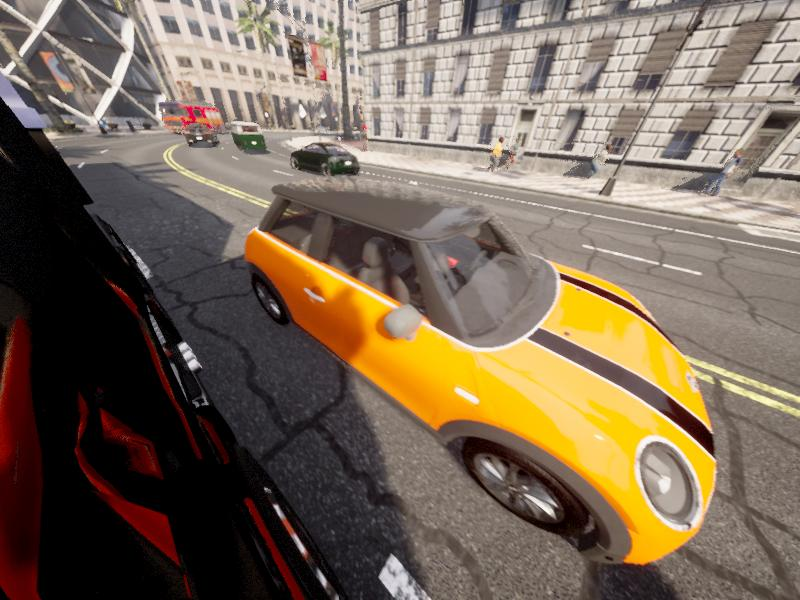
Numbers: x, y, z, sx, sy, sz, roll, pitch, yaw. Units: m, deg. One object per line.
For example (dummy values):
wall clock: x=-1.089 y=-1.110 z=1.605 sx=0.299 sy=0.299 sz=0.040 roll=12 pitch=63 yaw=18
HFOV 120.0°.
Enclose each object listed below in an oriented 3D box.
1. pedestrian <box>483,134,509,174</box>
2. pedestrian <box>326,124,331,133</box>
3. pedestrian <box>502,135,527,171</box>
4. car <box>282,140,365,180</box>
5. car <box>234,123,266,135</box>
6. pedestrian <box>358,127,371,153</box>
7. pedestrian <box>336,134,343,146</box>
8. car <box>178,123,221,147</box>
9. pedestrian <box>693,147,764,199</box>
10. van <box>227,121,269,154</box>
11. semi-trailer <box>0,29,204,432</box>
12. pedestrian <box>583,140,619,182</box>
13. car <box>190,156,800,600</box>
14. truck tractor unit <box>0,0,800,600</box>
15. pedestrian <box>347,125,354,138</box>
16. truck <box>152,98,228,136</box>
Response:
pedestrian: x=5.553 y=-8.433 z=13.391 sx=0.751 sy=1.860 sz=0.751 roll=24 pitch=42 yaw=25
pedestrian: x=-18.793 y=-45.197 z=60.960 sx=0.751 sy=1.860 sz=0.751 roll=22 pitch=41 yaw=23
pedestrian: x=7.346 y=-9.466 z=14.882 sx=0.751 sy=1.860 sz=0.751 roll=26 pitch=42 yaw=27
car: x=-4.088 y=-7.601 z=12.359 sx=4.181 sy=1.385 sz=1.994 roll=28 pitch=43 yaw=29
car: x=-26.261 y=-30.031 z=40.616 sx=2.007 sy=1.525 sz=4.514 roll=8 pitch=37 yaw=7
pedestrian: x=-3.153 y=-14.217 z=20.517 sx=0.751 sy=1.860 sz=0.751 roll=25 pitch=42 yaw=26
pedestrian: x=-6.612 y=-17.540 z=25.344 sx=0.500 sy=1.100 sz=0.500 roll=-14 pitch=40 yaw=-21
car: x=-19.082 y=-15.915 z=22.227 sx=2.152 sy=1.651 sz=5.027 roll=-16 pitch=41 yaw=-23
pedestrian: x=14.187 y=-5.510 z=10.067 sx=0.751 sy=1.860 sz=0.751 roll=20 pitch=40 yaw=22
van: x=-12.672 y=-13.555 z=19.206 sx=1.775 sy=1.987 sz=4.442 roll=-23 pitch=44 yaw=-30
semi-trailer: x=-8.821 y=-3.526 z=4.091 sx=14.254 sy=4.402 sz=2.717 roll=27 pitch=43 yaw=28
pedestrian: x=10.893 y=-7.556 z=12.574 sx=0.751 sy=1.860 sz=0.751 roll=27 pitch=43 yaw=28
car: x=0.272 y=-0.232 z=2.487 sx=4.553 sy=1.767 sz=2.097 roll=26 pitch=43 yaw=28
truck tractor unit: x=-2.645 y=-0.295 z=0.351 sx=6.516 sy=4.208 sz=3.053 roll=28 pitch=44 yaw=30
pedestrian: x=-8.797 y=-29.902 z=41.013 sx=0.751 sy=1.860 sz=0.751 roll=6 pitch=37 yaw=4
truck: x=-30.196 y=-26.679 z=33.986 sx=2.891 sy=3.827 sz=8.468 roll=2 pitch=37 yaw=-1
